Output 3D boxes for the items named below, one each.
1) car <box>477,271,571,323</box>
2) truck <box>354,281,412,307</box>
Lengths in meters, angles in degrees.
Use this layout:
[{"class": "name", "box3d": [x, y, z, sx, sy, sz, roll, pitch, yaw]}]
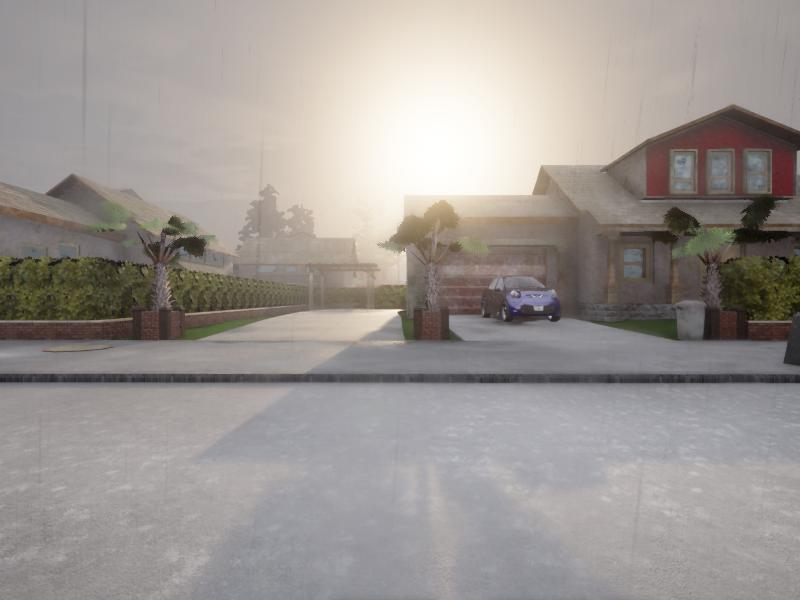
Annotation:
[{"class": "car", "box3d": [3.891, -0.082, 13.247, 1.845, 1.501, 3.633, 0, 0, -3]}, {"class": "truck", "box3d": [-2.477, -0.921, 60.272, 8.468, 3.827, 2.891, 0, 0, 0]}]
